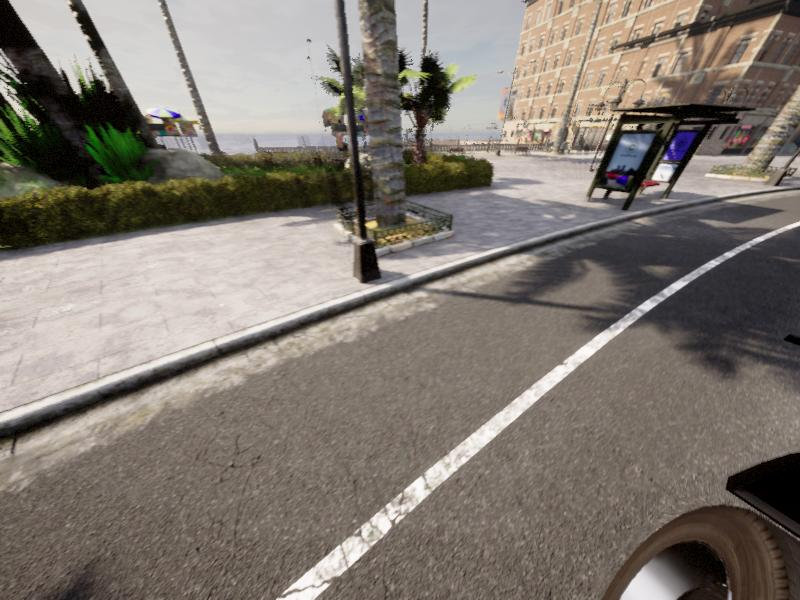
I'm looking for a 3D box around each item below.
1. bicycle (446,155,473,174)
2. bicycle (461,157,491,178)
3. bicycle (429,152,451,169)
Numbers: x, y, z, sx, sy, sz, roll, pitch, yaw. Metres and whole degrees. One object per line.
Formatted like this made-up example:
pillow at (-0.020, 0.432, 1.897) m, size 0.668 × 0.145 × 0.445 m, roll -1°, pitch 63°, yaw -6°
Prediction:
bicycle at (4.021, -9.188, 15.610) m, size 1.643 × 1.024 × 0.373 m, roll -11°, pitch 37°, yaw -14°
bicycle at (4.633, -8.077, 14.048) m, size 1.643 × 1.024 × 0.373 m, roll -11°, pitch 37°, yaw -14°
bicycle at (3.104, -10.855, 17.952) m, size 1.643 × 1.024 × 0.373 m, roll -11°, pitch 37°, yaw -14°
